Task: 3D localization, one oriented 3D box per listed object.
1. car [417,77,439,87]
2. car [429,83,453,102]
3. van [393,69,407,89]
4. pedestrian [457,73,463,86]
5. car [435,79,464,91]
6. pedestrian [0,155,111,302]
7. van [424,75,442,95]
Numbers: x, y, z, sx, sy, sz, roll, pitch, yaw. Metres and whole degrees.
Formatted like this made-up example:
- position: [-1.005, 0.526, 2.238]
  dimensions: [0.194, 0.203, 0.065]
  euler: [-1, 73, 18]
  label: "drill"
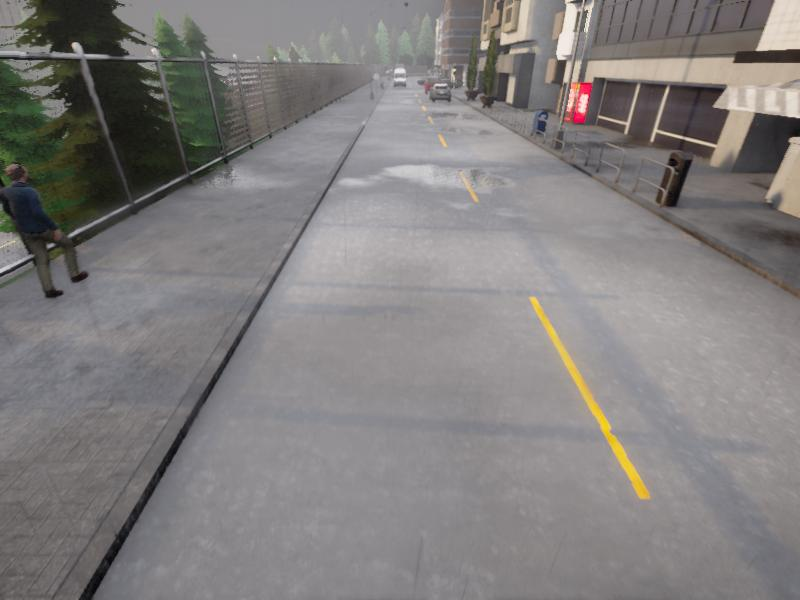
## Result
- position: [4.686, -36.681, 67.385]
  dimensions: [1.895, 1.301, 4.718]
  euler: [-11, 32, -19]
  label: "car"
- position: [4.003, -20.724, 39.948]
  dimensions: [1.970, 1.475, 3.806]
  euler: [0, 30, 0]
  label: "car"
- position: [0.008, -35.229, 63.639]
  dimensions: [1.988, 2.561, 5.915]
  euler: [0, 30, 0]
  label: "van"
- position: [9.826, -36.011, 65.410]
  dimensions: [0.751, 1.860, 0.751]
  euler: [-1, 30, -2]
  label: "pedestrian"
- position: [7.129, -30.875, 57.379]
  dimensions: [3.806, 1.475, 1.970]
  euler: [-24, 38, -35]
  label: "car"
- position: [-4.973, -0.971, 5.557]
  dimensions: [0.751, 1.860, 0.751]
  euler: [1, 30, 1]
  label: "pedestrian"
- position: [4.004, -26.570, 49.433]
  dimensions: [1.775, 1.987, 4.442]
  euler: [0, 30, 0]
  label: "van"
